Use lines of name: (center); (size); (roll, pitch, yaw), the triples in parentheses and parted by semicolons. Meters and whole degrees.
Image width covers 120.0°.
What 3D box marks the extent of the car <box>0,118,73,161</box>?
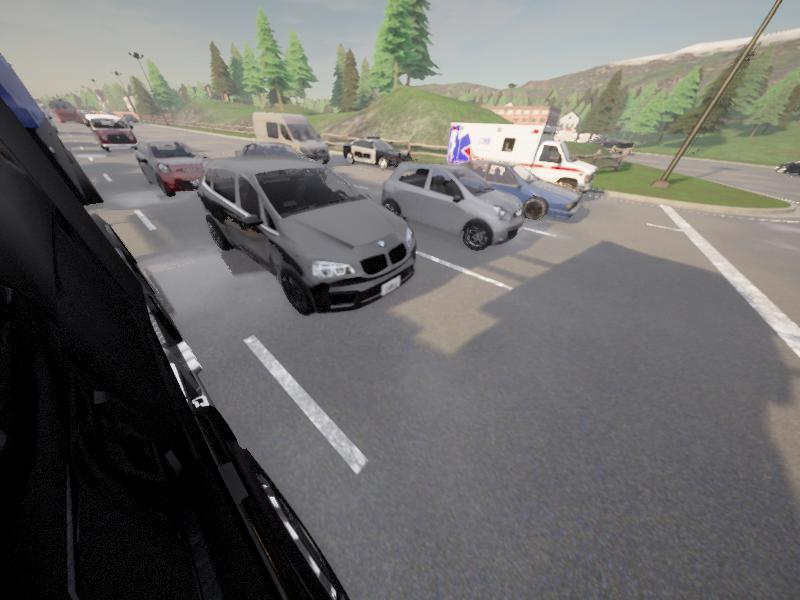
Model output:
car: (-21.341, -9.343, 13.316); (5.027, 1.651, 2.152); (28, 44, 30)

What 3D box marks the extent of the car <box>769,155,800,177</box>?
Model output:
car: (36.774, -11.645, 20.380); (1.837, 1.490, 4.892); (12, 38, 11)

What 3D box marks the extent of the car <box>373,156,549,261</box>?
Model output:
car: (1.295, -2.563, 5.886); (3.633, 1.501, 1.845); (28, 44, 30)

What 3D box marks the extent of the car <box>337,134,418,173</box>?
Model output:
car: (-1.566, -9.661, 15.049); (5.238, 1.638, 1.930); (28, 44, 30)

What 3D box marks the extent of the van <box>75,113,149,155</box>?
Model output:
van: (-19.535, -11.290, 15.677); (4.480, 2.038, 2.069); (29, 44, 30)

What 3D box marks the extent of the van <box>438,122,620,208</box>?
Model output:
van: (5.190, -6.329, 10.411); (6.366, 2.431, 2.351); (28, 44, 30)

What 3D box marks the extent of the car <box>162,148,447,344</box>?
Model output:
car: (-1.844, -1.557, 4.220); (4.611, 1.667, 2.242); (28, 44, 30)

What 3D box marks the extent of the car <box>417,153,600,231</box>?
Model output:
car: (3.408, -4.112, 8.203); (5.357, 1.411, 2.033); (28, 44, 30)

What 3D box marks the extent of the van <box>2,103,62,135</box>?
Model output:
van: (-39.242, -19.374, 24.798); (6.366, 2.431, 2.351); (28, 44, 30)

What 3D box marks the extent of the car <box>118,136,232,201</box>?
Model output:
car: (-8.114, -4.895, 8.357); (3.633, 1.501, 1.845); (29, 44, 30)

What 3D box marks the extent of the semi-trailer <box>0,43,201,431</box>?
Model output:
semi-trailer: (-8.687, -3.624, 4.223); (14.254, 4.402, 2.717); (28, 44, 30)

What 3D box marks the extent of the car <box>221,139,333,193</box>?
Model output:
car: (-5.632, -6.252, 10.445); (5.357, 1.411, 2.033); (29, 44, 30)

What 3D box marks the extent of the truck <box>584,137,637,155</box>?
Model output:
truck: (34.568, -25.561, 38.252); (2.390, 2.098, 6.274); (-4, 37, -10)

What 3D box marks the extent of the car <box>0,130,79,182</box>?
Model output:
car: (-15.631, -6.137, 9.653); (4.181, 1.385, 1.994); (28, 44, 30)

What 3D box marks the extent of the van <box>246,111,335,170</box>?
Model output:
van: (-6.910, -10.159, 14.601); (5.915, 2.561, 1.988); (29, 44, 29)

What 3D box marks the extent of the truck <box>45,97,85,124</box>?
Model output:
truck: (-67.511, -38.004, 46.532); (8.468, 3.827, 2.891); (28, 44, 30)

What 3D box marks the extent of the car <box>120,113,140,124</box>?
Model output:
car: (-68.989, -46.340, 59.022); (5.566, 2.045, 2.150); (28, 44, 30)

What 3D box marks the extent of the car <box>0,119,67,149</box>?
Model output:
car: (-26.442, -12.045, 16.688); (4.792, 1.488, 2.163); (28, 44, 30)

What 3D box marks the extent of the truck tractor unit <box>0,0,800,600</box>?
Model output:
truck tractor unit: (-2.645, -0.295, 0.351); (6.516, 4.208, 3.053); (28, 44, 30)

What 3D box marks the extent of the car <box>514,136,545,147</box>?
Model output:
car: (26.548, -32.777, 47.702); (1.930, 1.638, 5.238); (-16, 41, -24)
